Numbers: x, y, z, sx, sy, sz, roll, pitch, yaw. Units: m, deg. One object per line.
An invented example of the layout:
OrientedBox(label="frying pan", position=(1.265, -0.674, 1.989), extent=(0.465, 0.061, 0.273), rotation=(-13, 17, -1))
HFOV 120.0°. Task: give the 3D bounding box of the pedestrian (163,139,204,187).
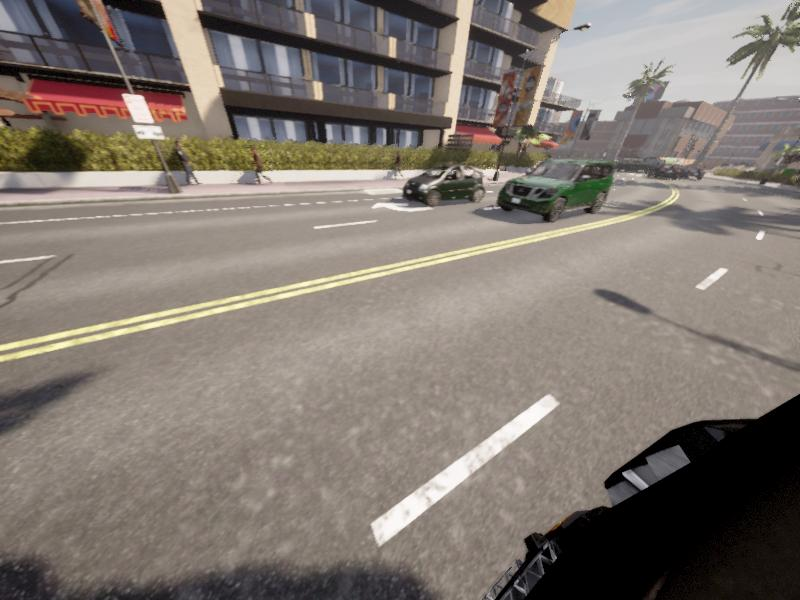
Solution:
OrientedBox(label="pedestrian", position=(-9.957, -6.324, 10.713), extent=(0.751, 1.860, 0.751), rotation=(-18, 39, -28))

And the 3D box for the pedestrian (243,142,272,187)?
OrientedBox(label="pedestrian", position=(-7.159, -6.813, 11.651), extent=(0.751, 1.860, 0.751), rotation=(-19, 39, -29))

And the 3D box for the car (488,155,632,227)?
OrientedBox(label="car", position=(6.628, -4.672, 9.583), extent=(5.566, 2.045, 2.150), rotation=(-17, 39, -27))

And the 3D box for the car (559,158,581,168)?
OrientedBox(label="car", position=(34.851, -28.182, 47.472), extent=(1.970, 1.475, 3.806), rotation=(6, 34, 4))

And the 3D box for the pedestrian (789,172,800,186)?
OrientedBox(label="pedestrian", position=(47.137, -14.390, 26.955), extent=(0.751, 1.860, 0.751), rotation=(15, 35, 17))

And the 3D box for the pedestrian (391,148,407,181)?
OrientedBox(label="pedestrian", position=(-0.091, -9.206, 15.755), extent=(0.751, 1.860, 0.751), rotation=(-16, 38, -26))

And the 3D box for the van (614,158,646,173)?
OrientedBox(label="van", position=(40.208, -23.656, 40.575), extent=(1.775, 1.987, 4.442), rotation=(11, 35, 12))

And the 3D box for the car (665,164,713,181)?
OrientedBox(label="car", position=(40.072, -17.890, 32.235), extent=(2.152, 1.651, 5.027), rotation=(17, 36, 20))

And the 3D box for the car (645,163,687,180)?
OrientedBox(label="car", position=(35.415, -17.308, 30.980), extent=(2.242, 1.667, 4.611), rotation=(19, 37, 23))

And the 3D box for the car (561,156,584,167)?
OrientedBox(label="car", position=(38.429, -30.951, 51.505), extent=(1.905, 1.878, 3.866), rotation=(1, 34, -2))

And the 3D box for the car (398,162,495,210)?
OrientedBox(label="car", position=(2.110, -5.397, 10.741), extent=(3.988, 1.617, 1.851), rotation=(-17, 38, -27))

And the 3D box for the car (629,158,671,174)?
OrientedBox(label="car", position=(44.073, -23.749, 40.936), extent=(2.150, 2.045, 5.566), rotation=(9, 34, 9))

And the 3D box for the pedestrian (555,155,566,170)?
OrientedBox(label="pedestrian", position=(23.790, -20.364, 34.238), extent=(0.751, 1.860, 0.751), rotation=(21, 38, 25))

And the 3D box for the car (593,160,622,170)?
OrientedBox(label="car", position=(41.770, -27.264, 46.642), extent=(1.994, 1.385, 4.181), rotation=(3, 34, 1))
